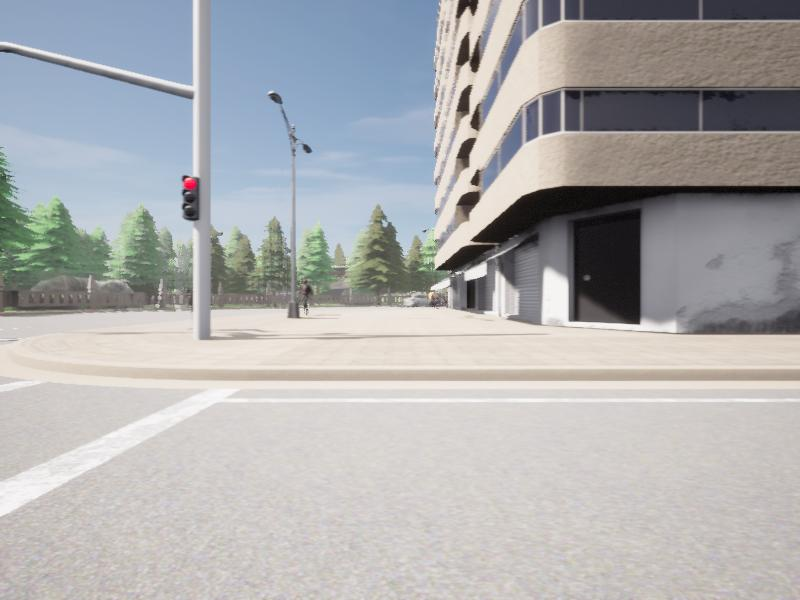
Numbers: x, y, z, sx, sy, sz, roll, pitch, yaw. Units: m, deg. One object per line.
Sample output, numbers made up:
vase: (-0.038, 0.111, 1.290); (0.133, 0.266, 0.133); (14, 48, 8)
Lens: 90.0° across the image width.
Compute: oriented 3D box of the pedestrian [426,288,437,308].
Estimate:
pedestrian: (2.912, -0.172, 36.799); (0.751, 1.860, 0.751); (0, 0, -44)

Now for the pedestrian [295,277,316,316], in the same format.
pedestrian: (-4.615, -0.169, 19.613); (0.751, 1.860, 0.751); (0, 0, 16)

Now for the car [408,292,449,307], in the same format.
car: (4.165, -0.089, 57.668); (5.566, 2.045, 2.150); (0, 0, -24)

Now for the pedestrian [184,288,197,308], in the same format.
pedestrian: (-19.933, -0.163, 38.071); (0.751, 1.860, 0.751); (0, 0, 28)

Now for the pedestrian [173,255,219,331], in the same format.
pedestrian: (-5.158, -0.169, 10.129); (0.751, 1.860, 0.751); (0, 0, 5)

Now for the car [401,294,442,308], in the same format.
car: (2.660, 0.100, 48.942); (4.611, 1.667, 2.242); (0, 0, -34)
